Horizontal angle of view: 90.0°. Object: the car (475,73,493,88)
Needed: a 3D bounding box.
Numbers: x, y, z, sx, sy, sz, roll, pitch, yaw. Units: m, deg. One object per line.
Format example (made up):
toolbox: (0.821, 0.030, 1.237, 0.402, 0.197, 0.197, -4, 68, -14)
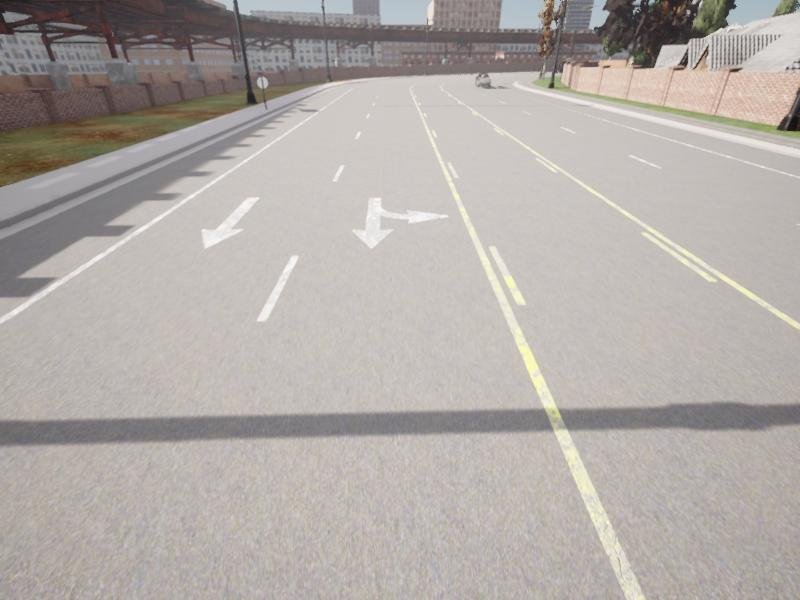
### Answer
car: (10.374, -27.394, 49.845, 1.845, 1.501, 3.633, 3, 31, 6)
